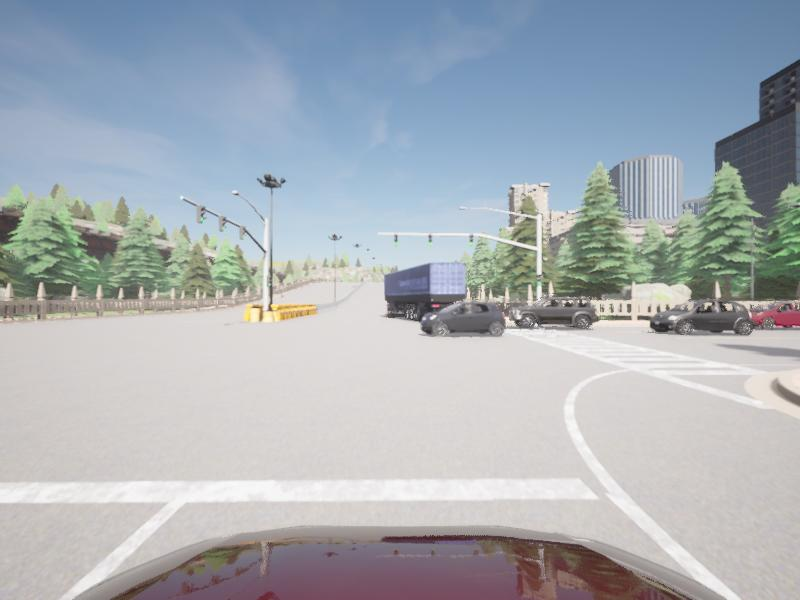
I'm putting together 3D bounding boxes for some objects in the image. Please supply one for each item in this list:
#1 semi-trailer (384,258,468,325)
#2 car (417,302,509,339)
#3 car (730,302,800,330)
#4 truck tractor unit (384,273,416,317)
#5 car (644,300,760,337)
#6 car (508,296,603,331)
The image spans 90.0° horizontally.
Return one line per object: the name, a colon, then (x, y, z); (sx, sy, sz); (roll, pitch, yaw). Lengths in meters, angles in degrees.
semi-trailer: (1.471, -0.578, 33.488); (2.717, 4.402, 14.254); (-1, 0, -14)
car: (2.728, 0.853, 17.748); (3.633, 1.501, 1.845); (0, 0, -10)
car: (20.832, 0.859, 22.160); (3.633, 1.501, 1.845); (0, 0, 0)
truck tractor unit: (-0.040, -0.465, 41.216); (3.053, 4.208, 6.516); (0, 0, -1)
car: (13.931, 0.815, 18.610); (3.988, 1.617, 1.851); (0, 0, -1)
car: (8.525, 0.685, 22.310); (4.605, 1.855, 1.932); (0, 1, 6)
